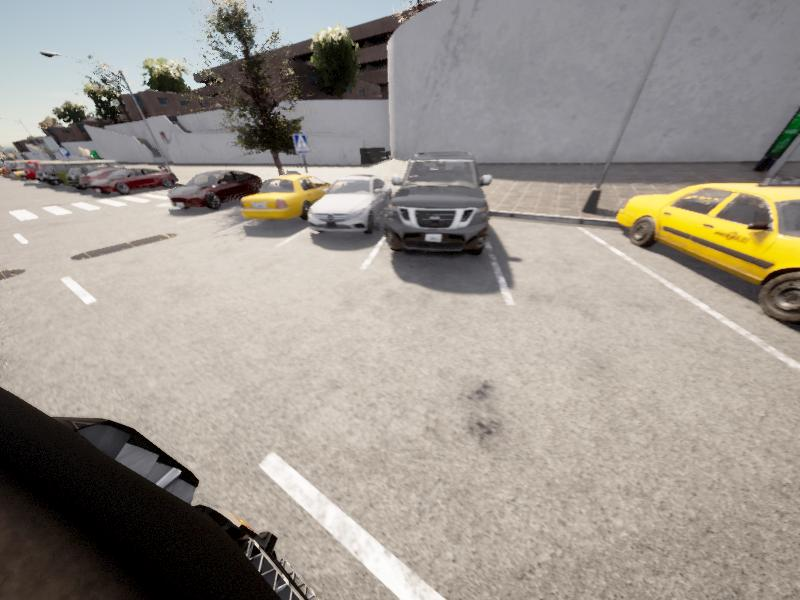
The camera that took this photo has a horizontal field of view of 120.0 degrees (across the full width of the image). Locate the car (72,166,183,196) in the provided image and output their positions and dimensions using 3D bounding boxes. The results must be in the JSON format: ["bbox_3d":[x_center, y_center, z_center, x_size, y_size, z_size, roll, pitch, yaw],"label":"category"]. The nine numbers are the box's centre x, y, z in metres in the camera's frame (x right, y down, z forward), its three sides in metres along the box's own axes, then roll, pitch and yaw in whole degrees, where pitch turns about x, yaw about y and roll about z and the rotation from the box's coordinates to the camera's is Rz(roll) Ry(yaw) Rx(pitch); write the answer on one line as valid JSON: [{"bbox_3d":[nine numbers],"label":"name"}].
[{"bbox_3d":[-19.650,-8.893,17.099,2.163,1.488,4.792,5,33,9],"label":"car"}]

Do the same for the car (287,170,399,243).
[{"bbox_3d":[-1.467,-3.526,8.061,2.002,1.452,4.674,5,33,9],"label":"car"}]

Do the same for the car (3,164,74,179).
[{"bbox_3d":[-50.642,-18.156,32.568,2.163,1.488,4.792,5,34,9],"label":"car"}]

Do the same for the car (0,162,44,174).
[{"bbox_3d":[-68.749,-23.640,41.233,1.946,1.575,5.366,5,34,9],"label":"car"}]

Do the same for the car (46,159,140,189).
[{"bbox_3d":[-27.397,-11.483,20.950,1.878,1.987,4.442,4,33,9],"label":"car"}]

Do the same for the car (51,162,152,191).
[{"bbox_3d":[-24.838,-10.555,19.596,2.185,1.767,4.553,4,33,9],"label":"car"}]

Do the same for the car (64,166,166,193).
[{"bbox_3d":[-22.250,-9.667,18.422,2.002,1.452,4.674,4,33,9],"label":"car"}]

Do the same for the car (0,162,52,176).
[{"bbox_3d":[-63.587,-22.038,38.708,1.946,1.575,5.366,5,34,9],"label":"car"}]

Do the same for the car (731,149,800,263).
[{"bbox_3d":[8.914,-0.761,2.704,2.435,2.045,5.566,4,33,10],"label":"car"}]

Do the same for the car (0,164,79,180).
[{"bbox_3d":[-48.087,-17.285,31.094,1.946,1.575,5.366,5,34,9],"label":"car"}]

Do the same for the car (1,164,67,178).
[{"bbox_3d":[-53.230,-18.918,33.817,2.002,1.452,4.674,5,34,9],"label":"car"}]

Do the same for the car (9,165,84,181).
[{"bbox_3d":[-45.481,-16.563,29.963,2.163,1.488,4.792,5,34,9],"label":"car"}]

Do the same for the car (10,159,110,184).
[{"bbox_3d":[-37.736,-14.515,26.011,2.435,2.045,5.566,4,33,9],"label":"car"}]

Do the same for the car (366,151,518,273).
[{"bbox_3d":[1.122,-2.987,6.575,2.435,2.045,5.566,5,33,9],"label":"car"}]

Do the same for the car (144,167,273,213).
[{"bbox_3d":[-9.264,-5.817,11.920,2.163,1.488,4.792,5,33,9],"label":"car"}]

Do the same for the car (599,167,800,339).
[{"bbox_3d":[6.291,-1.188,3.972,1.946,1.575,5.366,4,33,9],"label":"car"}]

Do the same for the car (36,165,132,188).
[{"bbox_3d":[-29.992,-11.991,22.259,2.231,1.521,4.892,4,33,9],"label":"car"}]

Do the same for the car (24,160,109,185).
[{"bbox_3d":[-35.171,-13.649,24.616,1.878,1.987,4.442,5,33,9],"label":"car"}]

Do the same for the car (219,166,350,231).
[{"bbox_3d":[-4.042,-4.424,9.487,1.946,1.575,5.366,4,33,9],"label":"car"}]

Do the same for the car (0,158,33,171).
[{"bbox_3d":[-81.625,-27.935,47.606,2.435,2.045,5.566,5,34,9],"label":"car"}]

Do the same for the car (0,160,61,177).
[{"bbox_3d":[-55.823,-19.866,34.845,1.878,1.987,4.442,5,34,9],"label":"car"}]

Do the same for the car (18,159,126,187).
[{"bbox_3d":[-32.575,-12.954,23.388,2.435,2.045,5.566,5,33,9],"label":"car"}]
